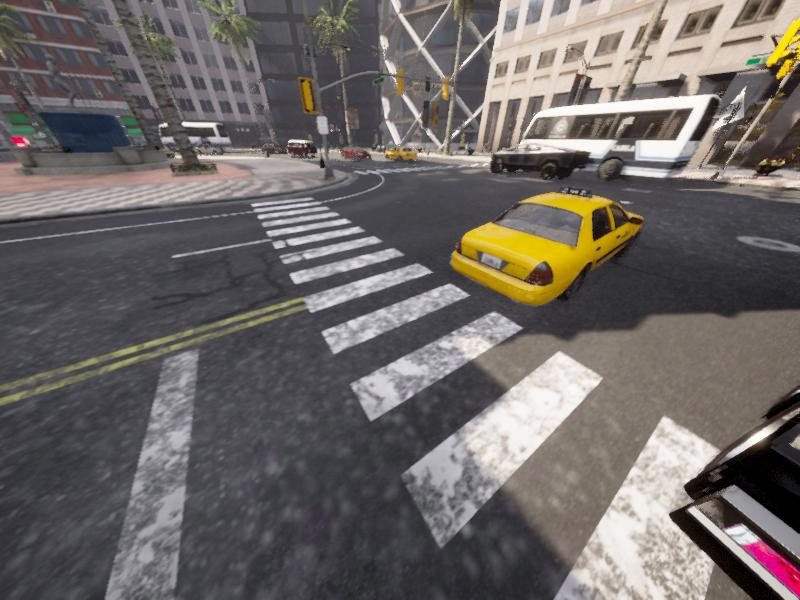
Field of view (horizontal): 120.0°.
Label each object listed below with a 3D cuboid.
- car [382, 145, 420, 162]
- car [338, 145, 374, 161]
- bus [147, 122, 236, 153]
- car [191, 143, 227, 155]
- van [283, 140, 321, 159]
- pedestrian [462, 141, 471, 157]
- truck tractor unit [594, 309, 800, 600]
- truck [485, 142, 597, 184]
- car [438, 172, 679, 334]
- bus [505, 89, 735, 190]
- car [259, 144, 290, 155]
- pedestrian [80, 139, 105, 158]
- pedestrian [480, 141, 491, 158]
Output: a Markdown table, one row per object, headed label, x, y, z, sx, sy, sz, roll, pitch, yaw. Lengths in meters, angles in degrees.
| label | x | y | z | sx | sy | sz | roll | pitch | yaw |
| --- | --- | --- | --- | --- | --- | --- | --- | --- | --- |
| car | -0.018 | -18.318 | 28.830 | 1.801 | 1.575 | 5.366 | -23 | 41 | -30 |
| car | -5.731 | -19.118 | 30.005 | 2.163 | 1.488 | 4.792 | -29 | 44 | -35 |
| bus | -35.975 | -28.363 | 40.511 | 10.273 | 4.253 | 3.944 | -2 | 34 | -4 |
| car | -29.455 | -23.343 | 35.770 | 3.633 | 1.501 | 1.845 | 1 | 35 | 0 |
| van | -13.279 | -20.511 | 31.432 | 4.480 | 2.038 | 2.069 | 21 | 39 | 26 |
| pedestrian | 9.801 | -22.227 | 33.973 | 0.751 | 1.860 | 0.751 | -1 | 35 | -2 |
| truck tractor unit | 5.217 | -0.179 | 0.609 | 6.516 | 4.208 | 3.053 | -14 | 37 | -18 |
| truck | 9.677 | -10.141 | 16.770 | 2.390 | 2.098 | 6.274 | -20 | 40 | -27 |
| car | 3.430 | -1.487 | 4.769 | 5.366 | 1.575 | 1.801 | -23 | 41 | -30 |
| bus | 13.596 | -11.087 | 16.285 | 3.944 | 4.253 | 10.273 | -20 | 40 | -27 |
| car | -20.304 | -24.394 | 37.414 | 3.806 | 1.475 | 1.970 | 9 | 36 | 12 |
| pedestrian | -36.877 | -18.183 | 27.712 | 0.751 | 1.860 | 0.751 | 1 | 35 | 0 |
| pedestrian | 11.930 | -21.050 | 32.310 | 0.751 | 1.860 | 0.751 | -22 | 41 | -29 |
